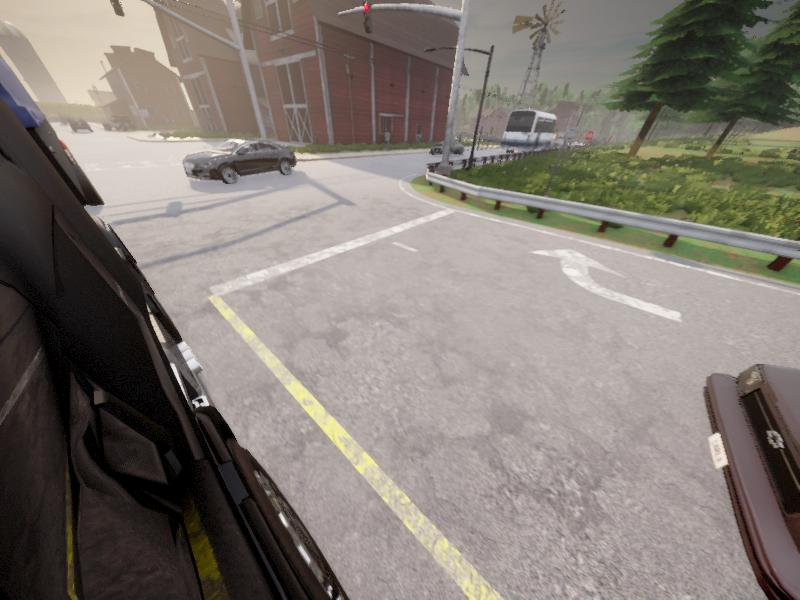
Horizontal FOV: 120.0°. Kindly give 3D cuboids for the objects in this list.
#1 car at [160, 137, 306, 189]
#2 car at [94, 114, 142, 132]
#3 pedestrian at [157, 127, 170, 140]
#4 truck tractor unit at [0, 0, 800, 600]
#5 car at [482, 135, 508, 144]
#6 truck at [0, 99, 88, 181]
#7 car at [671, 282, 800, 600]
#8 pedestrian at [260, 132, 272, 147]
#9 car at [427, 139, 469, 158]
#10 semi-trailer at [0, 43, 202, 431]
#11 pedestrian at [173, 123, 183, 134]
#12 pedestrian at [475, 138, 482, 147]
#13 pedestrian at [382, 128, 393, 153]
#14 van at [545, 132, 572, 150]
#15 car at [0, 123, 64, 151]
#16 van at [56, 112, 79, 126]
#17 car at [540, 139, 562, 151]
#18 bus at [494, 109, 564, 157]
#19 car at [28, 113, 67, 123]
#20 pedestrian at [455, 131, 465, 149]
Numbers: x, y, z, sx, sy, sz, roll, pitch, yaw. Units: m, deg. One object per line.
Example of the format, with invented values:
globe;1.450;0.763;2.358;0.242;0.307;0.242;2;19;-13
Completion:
car;-7.137;-6.527;10.686;2.128;1.511;4.902;19;40;21
car;-42.325;-26.625;34.739;3.866;1.878;1.905;-1;43;-2
pedestrian;-25.239;-17.824;24.668;0.500;1.100;0.500;27;43;29
truck tractor unit;-2.645;-0.295;0.351;6.516;4.208;3.053;28;44;30
car;21.073;-35.753;51.445;4.792;1.488;2.163;28;44;30
truck;-16.470;-6.948;9.844;5.204;2.467;2.627;28;44;30
car;4.467;1.912;0.198;5.357;1.411;2.033;28;44;30
pedestrian;-12.032;-14.449;20.773;0.500;1.100;0.500;14;38;14
car;4.874;-15.337;23.307;1.994;1.385;4.181;29;44;31
semi-trailer;-8.703;-3.594;4.236;14.254;4.402;2.717;28;44;30
pedestrian;-30.779;-23.765;32.013;0.500;1.100;0.500;17;39;18
pedestrian;11.767;-23.512;34.564;0.500;1.100;0.500;29;44;30
pedestrian;-1.180;-15.263;22.131;0.751;1.860;0.751;20;40;22
van;30.414;-30.847;44.685;2.351;2.431;6.366;12;38;11
car;-26.267;-11.714;16.517;4.181;1.385;1.994;27;44;29
van;-66.725;-36.283;46.321;4.442;1.987;1.775;28;44;30
car;24.601;-25.218;37.561;1.845;1.501;3.633;29;44;31
bus;16.376;-20.954;29.102;3.944;4.253;10.273;29;44;31
car;-84.214;-43.541;55.256;5.238;1.638;1.930;-1;37;-4
pedestrian;7.934;-21.225;30.645;0.751;1.860;0.751;28;44;30
